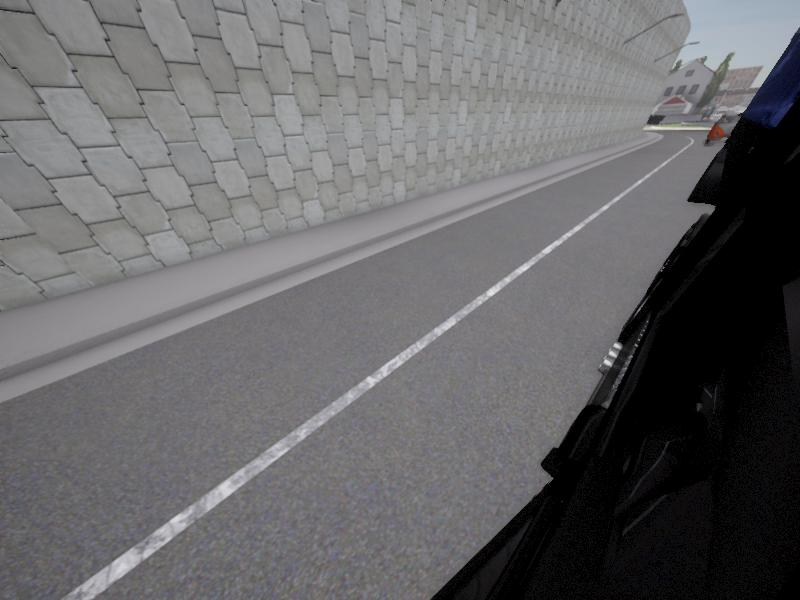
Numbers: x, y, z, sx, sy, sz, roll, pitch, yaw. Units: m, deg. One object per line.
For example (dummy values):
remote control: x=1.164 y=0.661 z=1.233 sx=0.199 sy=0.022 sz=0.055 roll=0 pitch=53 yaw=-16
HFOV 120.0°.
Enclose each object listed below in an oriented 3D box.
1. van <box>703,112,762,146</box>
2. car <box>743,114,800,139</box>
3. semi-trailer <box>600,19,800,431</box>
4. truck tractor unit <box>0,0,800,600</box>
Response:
van: x=26.082 y=-13.557 z=18.285 sx=4.442 sy=1.987 sz=1.775 roll=-31 pitch=45 yaw=-32
car: x=34.066 y=-15.723 z=20.903 sx=2.242 sy=1.667 sz=4.611 roll=25 pitch=45 yaw=32
semi-trailer: x=8.585 y=-3.692 z=4.319 sx=14.254 sy=4.402 sz=2.717 roll=-30 pitch=45 yaw=-31
truck tractor unit: x=2.645 y=-0.295 z=0.351 sx=6.516 sy=4.208 sz=3.053 roll=-28 pitch=44 yaw=-30
